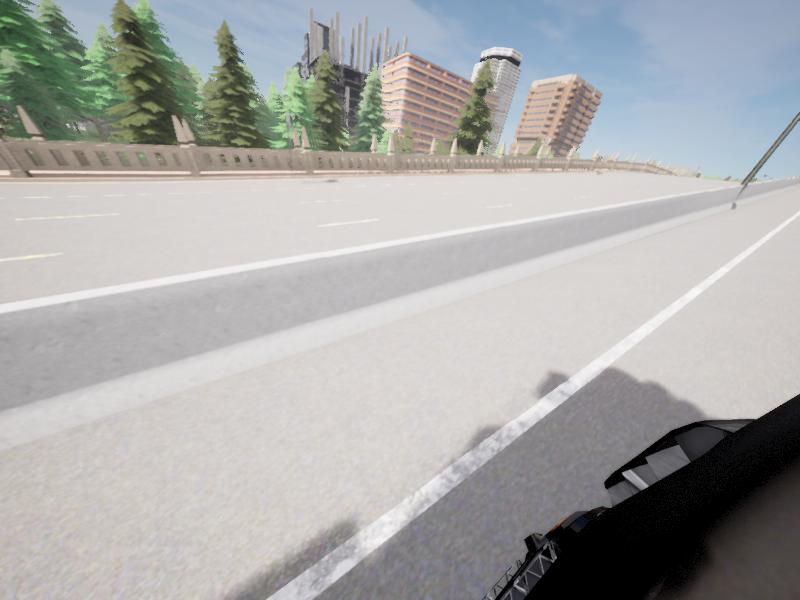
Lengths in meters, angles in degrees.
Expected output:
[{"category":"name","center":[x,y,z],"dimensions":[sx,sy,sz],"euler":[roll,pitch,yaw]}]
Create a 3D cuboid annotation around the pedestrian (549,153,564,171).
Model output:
[{"category":"pedestrian","center":[20.617,-18.232,30.512],"dimensions":[0.751,1.860,0.751],"euler":[-9,35,-30]}]
